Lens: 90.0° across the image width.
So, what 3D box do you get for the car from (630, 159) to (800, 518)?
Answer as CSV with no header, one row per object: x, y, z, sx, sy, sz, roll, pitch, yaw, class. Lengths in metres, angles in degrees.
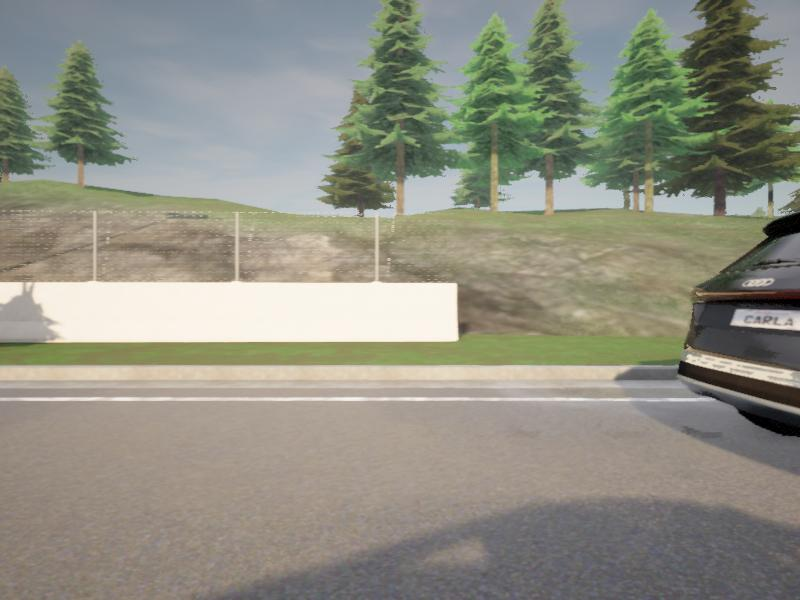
4.269,0.181,2.179,4.856,1.649,2.033,0,0,0,car
